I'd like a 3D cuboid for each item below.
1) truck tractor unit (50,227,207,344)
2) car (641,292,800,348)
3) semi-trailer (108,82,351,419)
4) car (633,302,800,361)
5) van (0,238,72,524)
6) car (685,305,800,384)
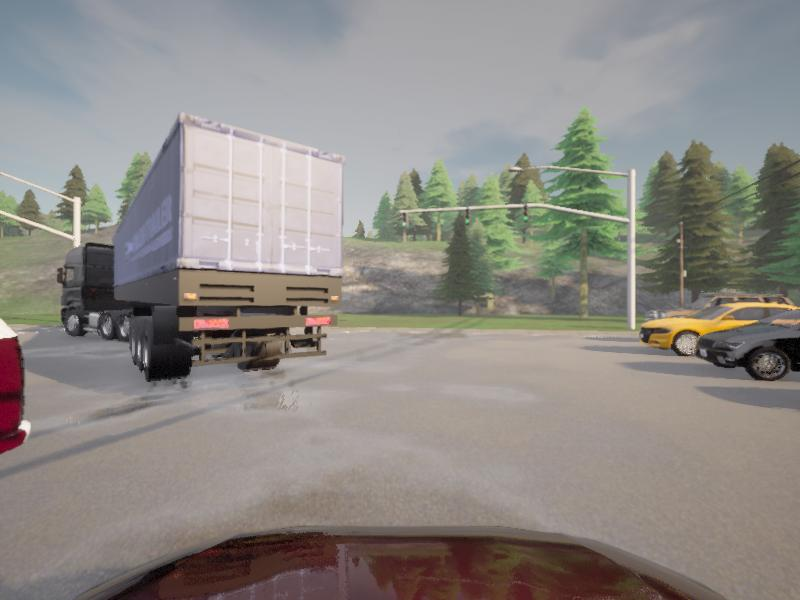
[{"bbox_3d":[-11.782,-0.523,17.272,6.516,4.208,3.053,0,0,30],"label":"truck tractor unit"},{"bbox_3d":[11.701,0.652,14.632,4.605,1.855,1.932,0,0,16],"label":"car"},{"bbox_3d":[-6.371,-0.626,11.625,2.717,4.402,14.254,1,-1,-39],"label":"semi-trailer"},{"bbox_3d":[9.778,0.821,11.515,5.008,1.535,1.882,0,0,16],"label":"car"},{"bbox_3d":[-3.769,0.574,1.198,2.069,2.038,4.480,1,0,-4],"label":"van"},{"bbox_3d":[8.648,0.853,8.198,4.193,1.474,1.816,0,0,16],"label":"car"}]
